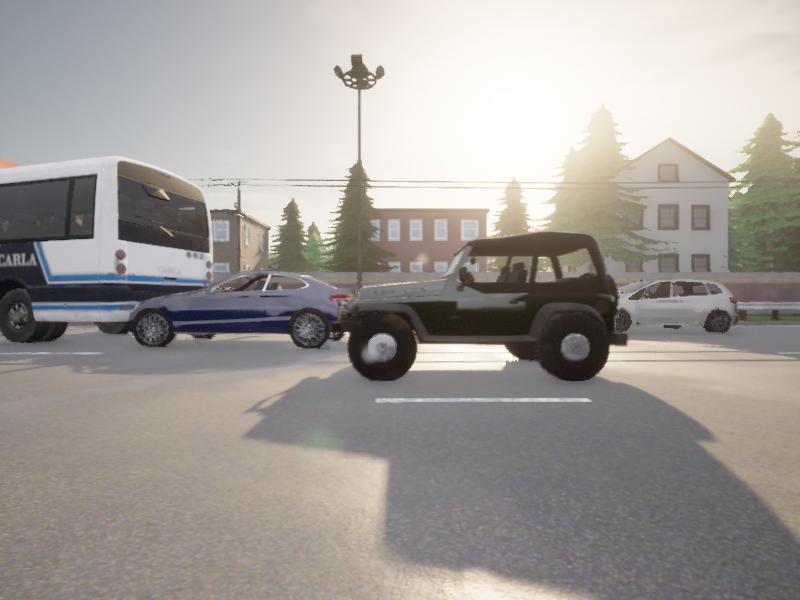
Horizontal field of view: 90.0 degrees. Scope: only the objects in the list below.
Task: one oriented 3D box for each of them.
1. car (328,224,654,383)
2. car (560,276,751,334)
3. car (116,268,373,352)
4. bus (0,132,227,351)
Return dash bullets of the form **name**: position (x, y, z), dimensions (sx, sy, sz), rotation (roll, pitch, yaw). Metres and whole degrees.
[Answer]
- **car**: position (1.082, 0.046, 5.701), dimensions (3.866, 1.878, 1.905), rotation (0, 0, 0)
- **car**: position (7.851, 0.150, 12.702), dimensions (4.611, 1.667, 2.242), rotation (0, 0, 0)
- **car**: position (-3.264, 0.184, 9.141), dimensions (5.027, 1.651, 2.152), rotation (1, 0, 4)
- **bus**: position (-10.487, -1.113, 10.914), dimensions (10.273, 4.253, 3.944), rotation (0, 0, 14)
